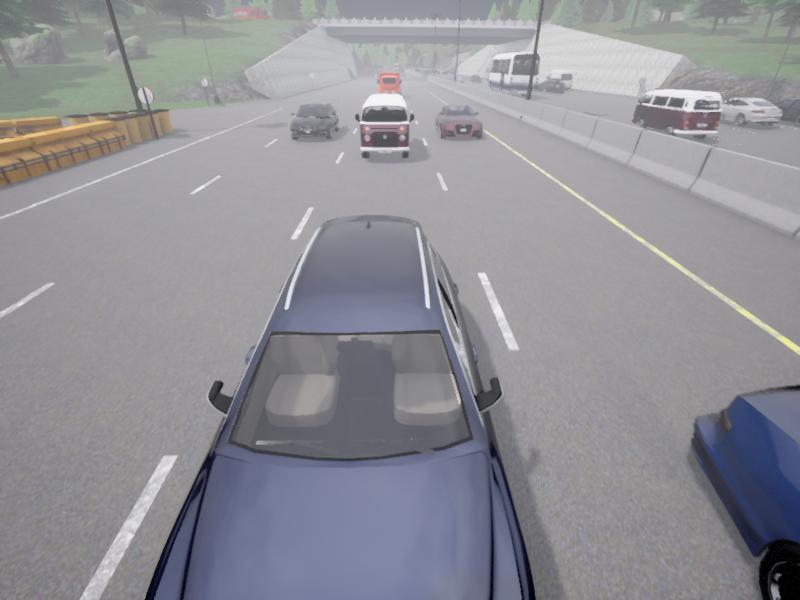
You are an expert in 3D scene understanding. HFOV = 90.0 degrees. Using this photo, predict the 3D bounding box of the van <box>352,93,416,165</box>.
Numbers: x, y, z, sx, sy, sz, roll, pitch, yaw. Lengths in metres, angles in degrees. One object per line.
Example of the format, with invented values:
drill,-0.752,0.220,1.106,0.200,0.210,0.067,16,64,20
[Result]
van,-0.558,-6.768,15.550,2.069,2.038,4.480,0,30,-1

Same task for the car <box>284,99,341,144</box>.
car,-4.140,-8.910,19.749,1.837,1.490,4.892,0,30,-1

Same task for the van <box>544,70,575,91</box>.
van,23.099,-32.048,58.272,1.988,2.561,5.915,0,30,-1

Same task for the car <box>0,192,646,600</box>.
car,-0.308,0.572,3.408,2.033,1.649,4.856,0,30,-1

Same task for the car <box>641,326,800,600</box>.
car,3.234,2.145,0.951,2.033,1.411,5.357,0,30,-1

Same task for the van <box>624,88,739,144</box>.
van,13.368,-9.069,19.481,2.069,2.038,4.480,0,30,-1

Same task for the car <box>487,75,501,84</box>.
car,19.139,-44.949,81.375,1.816,1.474,4.193,0,30,-1

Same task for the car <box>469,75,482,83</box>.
car,15.609,-45.813,82.851,1.816,1.474,4.193,0,30,-1

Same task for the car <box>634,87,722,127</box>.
car,16.768,-11.938,24.544,1.932,1.855,4.605,-1,30,-1

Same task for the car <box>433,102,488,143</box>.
car,2.860,-8.887,19.835,1.994,1.385,4.181,0,30,-1

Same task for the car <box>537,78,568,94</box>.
car,19.722,-27.865,51.982,2.242,1.667,4.611,0,30,-1

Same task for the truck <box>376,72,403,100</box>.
truck,-1.099,-22.881,42.658,2.627,2.467,5.204,0,31,-1

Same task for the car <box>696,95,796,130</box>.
car,20.283,-11.248,23.798,1.812,1.442,4.674,0,31,-1

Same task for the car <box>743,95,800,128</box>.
car,23.787,-11.246,23.844,2.033,1.411,5.357,0,30,-1

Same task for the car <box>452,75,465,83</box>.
car,12.101,-46.033,83.260,1.812,1.442,4.674,0,30,-1

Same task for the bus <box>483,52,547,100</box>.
bus,12.713,-25.696,45.721,3.944,4.253,10.273,0,31,-1
